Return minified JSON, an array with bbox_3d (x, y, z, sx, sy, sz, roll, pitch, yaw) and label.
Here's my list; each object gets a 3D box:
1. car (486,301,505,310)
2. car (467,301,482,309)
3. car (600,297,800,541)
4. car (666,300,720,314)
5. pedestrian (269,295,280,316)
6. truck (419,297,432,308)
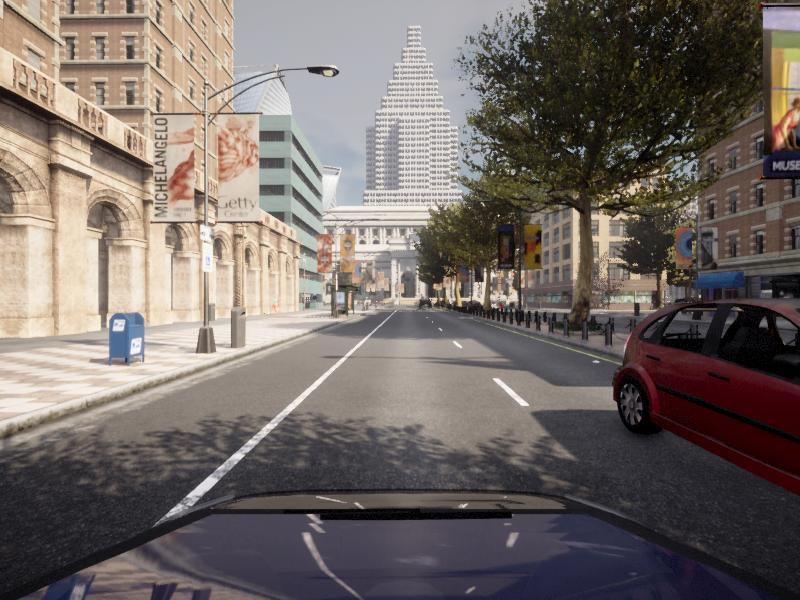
[{"bbox_3d":[16.376,0.852,68.841,2.163,1.488,4.792,0,0,1],"label":"car"},{"bbox_3d":[12.893,0.869,69.603,1.812,1.442,4.674,0,0,1],"label":"car"},{"bbox_3d":[3.587,0.788,3.390,1.851,1.617,3.988,0,0,1],"label":"car"},{"bbox_3d":[34.731,0.826,47.556,4.974,1.542,2.038,0,0,-1],"label":"car"},{"bbox_3d":[-11.469,0.485,36.591,0.751,1.860,0.751,0,0,0],"label":"pedestrian"},{"bbox_3d":[5.109,0.540,80.626,2.390,2.098,6.274,0,0,1],"label":"truck"}]
